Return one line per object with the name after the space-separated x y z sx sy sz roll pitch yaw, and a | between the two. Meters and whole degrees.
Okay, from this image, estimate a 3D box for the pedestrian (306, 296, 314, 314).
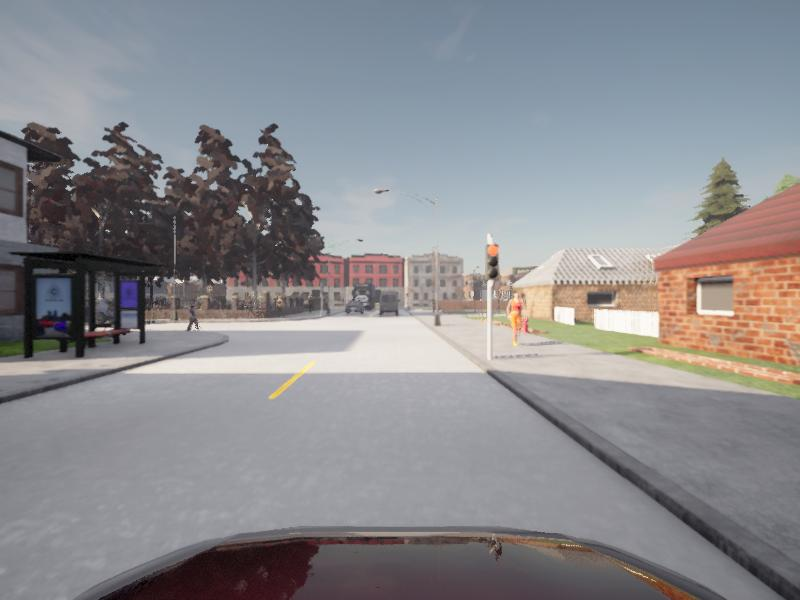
-9.694 0.517 43.126 0.751 1.860 0.751 0 0 -18 | pedestrian

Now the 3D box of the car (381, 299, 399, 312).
-1.371 0.736 54.733 2.242 1.667 4.611 0 0 1 | car

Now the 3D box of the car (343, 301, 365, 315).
-4.995 0.819 44.093 2.128 1.511 4.902 0 0 -2 | car

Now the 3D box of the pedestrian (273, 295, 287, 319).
-9.545 0.522 31.804 0.751 1.860 0.751 0 0 29 | pedestrian

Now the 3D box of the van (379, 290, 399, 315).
-1.115 0.303 43.861 1.988 2.561 5.915 0 0 0 | van

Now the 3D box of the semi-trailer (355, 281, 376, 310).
-5.658 -0.644 67.859 2.717 4.402 14.254 0 0 -1 | semi-trailer

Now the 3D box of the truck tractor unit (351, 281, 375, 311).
-5.471 -0.540 59.948 3.053 4.208 6.516 0 0 -1 | truck tractor unit

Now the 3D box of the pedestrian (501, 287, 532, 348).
3.677 0.528 12.654 0.751 1.860 0.751 0 0 -1 | pedestrian

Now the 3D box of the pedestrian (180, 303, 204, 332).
-9.719 0.797 18.676 0.751 1.300 0.751 0 0 -2 | pedestrian

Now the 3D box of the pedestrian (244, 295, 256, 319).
-11.602 0.522 30.953 0.751 1.860 0.751 0 0 -7 | pedestrian

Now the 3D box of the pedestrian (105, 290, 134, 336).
-11.523 0.518 16.453 0.751 1.860 0.751 0 0 31 | pedestrian
